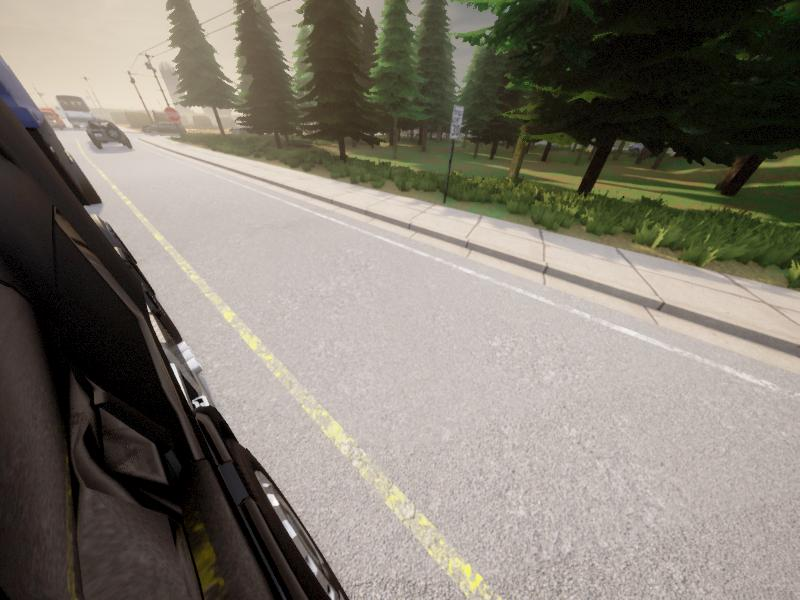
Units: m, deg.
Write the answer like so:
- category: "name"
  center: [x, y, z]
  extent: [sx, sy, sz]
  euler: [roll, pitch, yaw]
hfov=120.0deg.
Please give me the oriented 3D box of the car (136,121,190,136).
- category: "car"
  center: [-33.819, -24.558, 33.106]
  extent: [2.128, 1.511, 4.902]
  euler: [27, 43, 29]

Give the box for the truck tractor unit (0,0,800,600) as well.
- category: "truck tractor unit"
  center: [-2.645, -0.295, 0.351]
  extent: [6.516, 4.208, 3.053]
  euler: [28, 44, 30]

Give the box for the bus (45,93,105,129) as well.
- category: "bus"
  center: [-55.096, -31.955, 39.298]
  extent: [10.273, 4.253, 3.944]
  euler: [29, 44, 31]

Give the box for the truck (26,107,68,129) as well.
- category: "truck"
  center: [-55.184, -28.558, 36.246]
  extent: [5.204, 2.467, 2.627]
  euler: [29, 44, 31]

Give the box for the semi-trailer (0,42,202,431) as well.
- category: "semi-trailer"
  center: [-8.703, -3.604, 4.220]
  extent: [14.254, 4.402, 2.717]
  euler: [28, 44, 30]

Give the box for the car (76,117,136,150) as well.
- category: "car"
  center: [-22.798, -12.923, 17.890]
  extent: [4.605, 1.855, 1.932]
  euler: [29, 44, 31]

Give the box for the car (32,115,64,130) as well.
- category: "car"
  center: [-50.048, -25.306, 32.945]
  extent: [3.988, 1.617, 1.851]
  euler: [29, 44, 31]

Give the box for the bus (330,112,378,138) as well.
- category: "bus"
  center: [-10.076, -39.358, 52.089]
  extent: [3.944, 4.253, 10.273]
  euler: [27, 43, 29]

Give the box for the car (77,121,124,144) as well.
- category: "car"
  center: [-27.668, -15.544, 21.379]
  extent: [4.514, 1.525, 2.007]
  euler: [31, 45, 33]
